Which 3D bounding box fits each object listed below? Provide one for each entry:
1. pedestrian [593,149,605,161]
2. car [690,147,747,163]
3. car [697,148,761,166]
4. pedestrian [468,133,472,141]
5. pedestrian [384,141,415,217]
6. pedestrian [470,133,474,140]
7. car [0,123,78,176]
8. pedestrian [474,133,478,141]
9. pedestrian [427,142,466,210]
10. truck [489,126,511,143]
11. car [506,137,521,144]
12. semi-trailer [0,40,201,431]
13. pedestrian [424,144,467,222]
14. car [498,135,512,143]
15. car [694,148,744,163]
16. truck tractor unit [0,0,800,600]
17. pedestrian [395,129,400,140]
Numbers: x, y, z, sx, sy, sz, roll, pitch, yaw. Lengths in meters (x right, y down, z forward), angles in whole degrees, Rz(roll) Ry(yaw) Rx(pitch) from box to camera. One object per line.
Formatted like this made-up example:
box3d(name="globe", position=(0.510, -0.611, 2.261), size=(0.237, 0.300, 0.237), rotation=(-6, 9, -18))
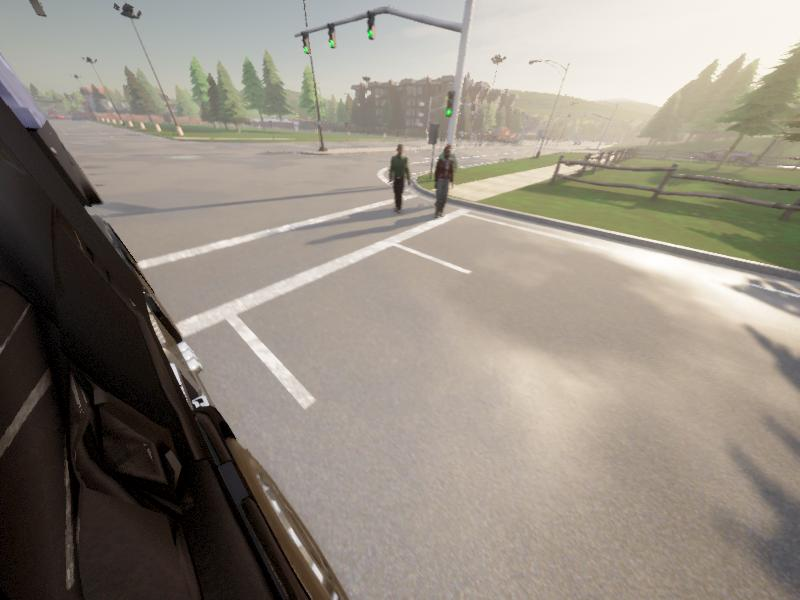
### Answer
box3d(name="pedestrian", position=(21.638, -15.784, 25.153), size=(0.500, 1.100, 0.500), rotation=(31, 45, 33))
box3d(name="car", position=(51.371, -23.564, 37.455), size=(5.027, 1.651, 2.152), rotation=(28, 44, 30))
box3d(name="car", position=(46.844, -20.532, 33.066), size=(4.856, 1.649, 2.033), rotation=(28, 43, 30))
box3d(name="pedestrian", position=(20.723, -48.304, 68.278), size=(0.751, 1.860, 0.751), rotation=(24, 42, 26))
box3d(name="pedestrian", position=(-0.020, -3.563, 6.875), size=(0.751, 1.860, 0.751), rotation=(7, 37, 5))
box3d(name="pedestrian", position=(21.999, -49.911, 70.542), size=(0.751, 1.860, 0.751), rotation=(21, 40, 23))
box3d(name="car", position=(-17.586, -7.179, 10.836), size=(5.027, 1.651, 2.152), rotation=(28, 43, 30))
box3d(name="pedestrian", position=(22.233, -47.700, 67.551), size=(0.751, 1.860, 0.751), rotation=(25, 42, 27))
box3d(name="pedestrian", position=(1.520, -4.144, 7.759), size=(0.751, 1.860, 0.751), rotation=(23, 41, 24))
box3d(name="truck", position=(30.905, -51.044, 71.296), size=(2.891, 3.827, 8.468), rotation=(28, 43, 30))
box3d(name="car", position=(31.333, -43.920, 63.676), size=(1.837, 1.490, 4.892), rotation=(28, 44, 30))
box3d(name="semi-trailer", position=(-8.697, -3.597, 4.243), size=(14.254, 4.402, 2.717), rotation=(28, 43, 30))
box3d(name="pedestrian", position=(1.228, -3.296, 6.597), size=(0.751, 1.860, 0.751), rotation=(-3, 37, -8))
box3d(name="car", position=(30.547, -46.771, 67.160), size=(1.905, 1.878, 3.866), rotation=(28, 43, 30))
box3d(name="car", position=(48.804, -22.207, 35.468), size=(3.988, 1.617, 1.851), rotation=(28, 43, 30))
box3d(name="truck tractor unit", position=(-2.645, -0.295, 0.351), size=(6.516, 4.208, 3.053), rotation=(28, 44, 30))
box3d(name="pedestrian", position=(-0.599, -35.777, 50.006), size=(0.751, 1.860, 0.751), rotation=(31, 45, 33))
